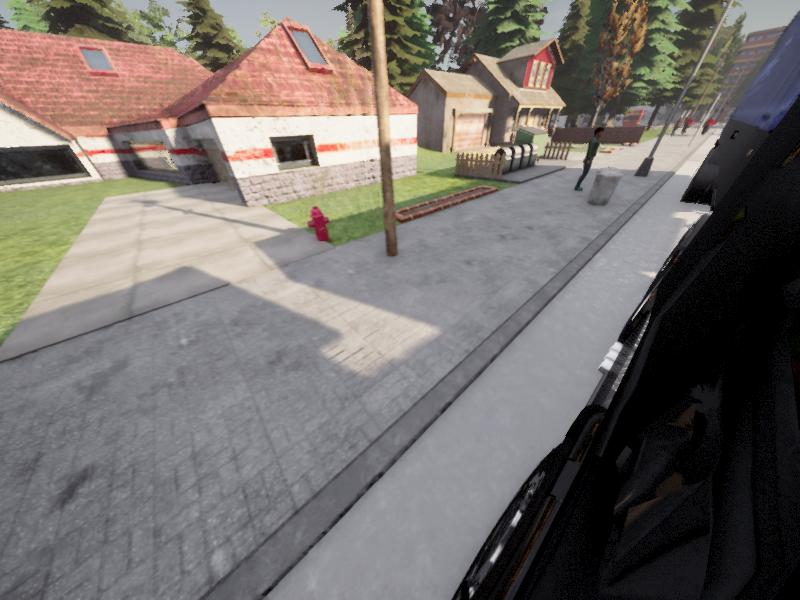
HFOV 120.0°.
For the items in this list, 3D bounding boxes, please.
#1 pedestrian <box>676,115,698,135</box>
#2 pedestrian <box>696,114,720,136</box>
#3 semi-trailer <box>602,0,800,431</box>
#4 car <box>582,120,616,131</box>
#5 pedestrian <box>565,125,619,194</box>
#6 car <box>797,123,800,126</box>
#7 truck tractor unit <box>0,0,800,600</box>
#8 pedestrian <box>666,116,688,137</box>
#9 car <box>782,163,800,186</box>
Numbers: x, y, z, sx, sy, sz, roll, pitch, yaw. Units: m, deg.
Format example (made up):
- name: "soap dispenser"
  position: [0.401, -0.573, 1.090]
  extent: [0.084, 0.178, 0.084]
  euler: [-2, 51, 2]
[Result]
- name: "pedestrian"
  position: [34.290, -20.863, 27.583]
  extent: [0.751, 1.860, 0.751]
  euler: [-22, 41, -23]
- name: "pedestrian"
  position: [33.066, -18.720, 24.791]
  extent: [0.751, 1.860, 0.751]
  euler: [-29, 44, -31]
- name: "semi-trailer"
  position: [8.496, -3.741, 4.409]
  extent: [14.254, 4.402, 2.717]
  euler: [-30, 44, -32]
- name: "car"
  position: [43.398, -38.028, 50.398]
  extent: [2.152, 1.651, 5.027]
  euler: [-29, 44, -31]
- name: "pedestrian"
  position: [6.362, -4.694, 7.761]
  extent: [0.751, 1.860, 0.751]
  euler: [20, 43, 28]
- name: "car"
  position: [61.266, -25.908, 32.987]
  extent: [3.988, 1.617, 1.851]
  euler: [9, 38, 15]
- name: "truck tractor unit"
  position: [2.645, -0.295, 0.352]
  extent: [6.516, 4.208, 3.053]
  euler: [-28, 44, -30]
- name: "pedestrian"
  position: [31.442, -19.731, 26.254]
  extent: [0.751, 1.860, 0.751]
  euler: [-25, 42, -27]
- name: "car"
  position: [16.408, -4.470, 7.079]
  extent: [4.605, 1.855, 1.932]
  euler: [0, 41, 4]
